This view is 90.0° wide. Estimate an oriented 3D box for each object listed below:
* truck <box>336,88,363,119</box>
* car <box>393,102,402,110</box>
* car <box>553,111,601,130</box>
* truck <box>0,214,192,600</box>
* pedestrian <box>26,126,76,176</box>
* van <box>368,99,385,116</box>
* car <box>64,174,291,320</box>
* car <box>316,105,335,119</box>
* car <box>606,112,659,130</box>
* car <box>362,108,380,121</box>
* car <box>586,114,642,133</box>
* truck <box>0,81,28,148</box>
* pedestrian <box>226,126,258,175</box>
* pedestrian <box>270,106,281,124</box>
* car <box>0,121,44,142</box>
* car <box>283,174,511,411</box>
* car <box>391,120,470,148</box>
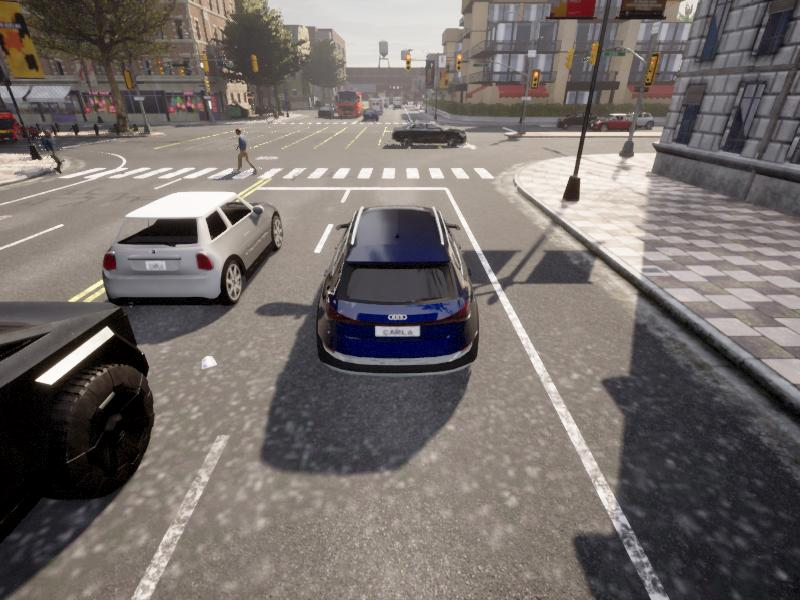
[{"bbox_3d":[-7.356,-29.211,59.342,2.891,3.827,8.468,0,27,0],"label":"truck"},{"bbox_3d":[-0.551,-45.512,93.741,2.033,1.411,5.357,0,27,0],"label":"car"},{"bbox_3d":[17.356,-17.665,39.335,3.705,1.549,1.789,0,27,0],"label":"car"},{"bbox_3d":[-3.507,1.611,1.187,2.390,2.098,6.274,0,27,0],"label":"truck"},{"bbox_3d":[-14.427,-6.192,16.596,0.751,1.860,0.751,-1,27,-2],"label":"pedestrian"},{"bbox_3d":[-3.893,-32.456,67.191,2.351,2.431,6.366,0,27,0],"label":"van"},{"bbox_3d":[-3.539,-1.232,7.406,1.970,1.475,3.806,0,27,0],"label":"car"},{"bbox_3d":[-10.846,-27.617,58.626,1.930,1.638,5.238,-1,27,-1],"label":"car"},{"bbox_3d":[22.789,-17.630,39.350,3.806,1.475,1.970,0,27,0],"label":"car"},{"bbox_3d":[-3.809,-24.588,53.022,1.994,1.385,4.181,0,27,0],"label":"car"},{"bbox_3d":[19.290,-16.033,36.239,3.806,1.475,1.970,0,27,0],"label":"car"},{"bbox_3d":[-29.904,-11.830,25.479,8.468,3.827,2.891,0,27,0],"label":"truck"},{"bbox_3d":[-6.566,-6.234,16.676,0.751,1.860,0.751,0,27,0],"label":"pedestrian"},{"bbox_3d":[-14.427,-21.525,46.465,0.751,1.860,0.751,0,27,1],"label":"pedestrian"},{"bbox_3d":[-29.307,-12.305,29.174,4.718,1.301,1.895,0,27,0],"label":"car"},{"bbox_3d":[-0.033,-0.646,6.099,2.033,1.649,4.856,0,27,0],"label":"car"},{"bbox_3d":[1.866,-10.799,26.004,4.902,1.511,2.128,0,27,0],"label":"car"}]
